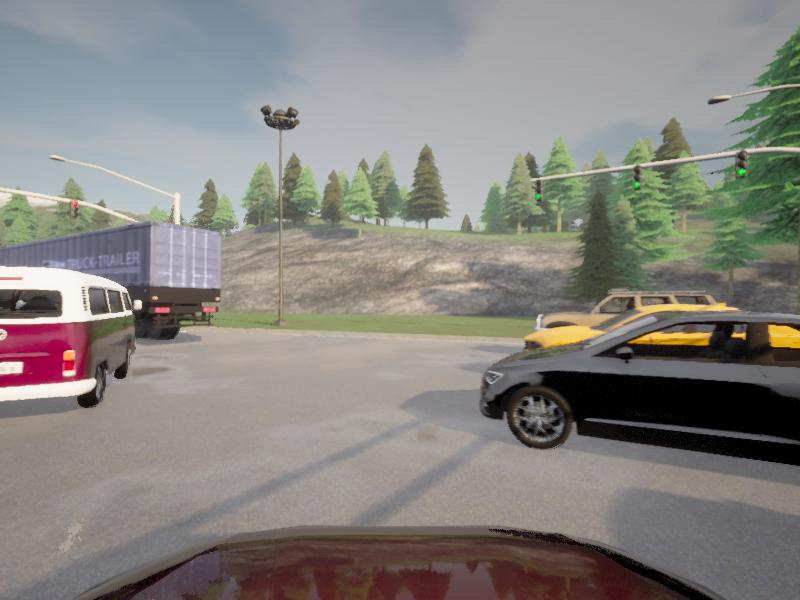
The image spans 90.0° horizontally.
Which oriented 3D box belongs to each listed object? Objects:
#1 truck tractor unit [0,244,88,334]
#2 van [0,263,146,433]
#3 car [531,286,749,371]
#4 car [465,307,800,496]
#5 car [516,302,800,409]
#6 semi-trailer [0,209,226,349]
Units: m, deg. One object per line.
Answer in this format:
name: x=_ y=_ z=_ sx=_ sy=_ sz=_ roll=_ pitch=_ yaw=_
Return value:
truck tractor unit: x=-20.324 y=-0.529 z=21.034 sx=6.516 sy=4.208 sz=3.053 roll=0 pitch=0 yaw=18
van: x=-5.819 y=0.569 z=6.792 sx=2.069 sy=2.038 sz=4.480 roll=0 pitch=0 yaw=-26
car: x=6.050 y=0.647 z=10.706 sx=4.605 sy=1.855 sz=1.932 roll=0 pitch=0 yaw=26
car: x=3.014 y=0.853 z=4.371 sx=4.193 sy=1.474 sz=1.816 roll=0 pitch=0 yaw=27
car: x=4.877 y=0.820 z=7.358 sx=5.008 sy=1.535 sz=1.882 roll=0 pitch=0 yaw=27
semi-trailer: x=-13.340 y=-0.633 z=17.387 sx=14.254 sy=4.402 sz=2.717 roll=0 pitch=-1 yaw=31
